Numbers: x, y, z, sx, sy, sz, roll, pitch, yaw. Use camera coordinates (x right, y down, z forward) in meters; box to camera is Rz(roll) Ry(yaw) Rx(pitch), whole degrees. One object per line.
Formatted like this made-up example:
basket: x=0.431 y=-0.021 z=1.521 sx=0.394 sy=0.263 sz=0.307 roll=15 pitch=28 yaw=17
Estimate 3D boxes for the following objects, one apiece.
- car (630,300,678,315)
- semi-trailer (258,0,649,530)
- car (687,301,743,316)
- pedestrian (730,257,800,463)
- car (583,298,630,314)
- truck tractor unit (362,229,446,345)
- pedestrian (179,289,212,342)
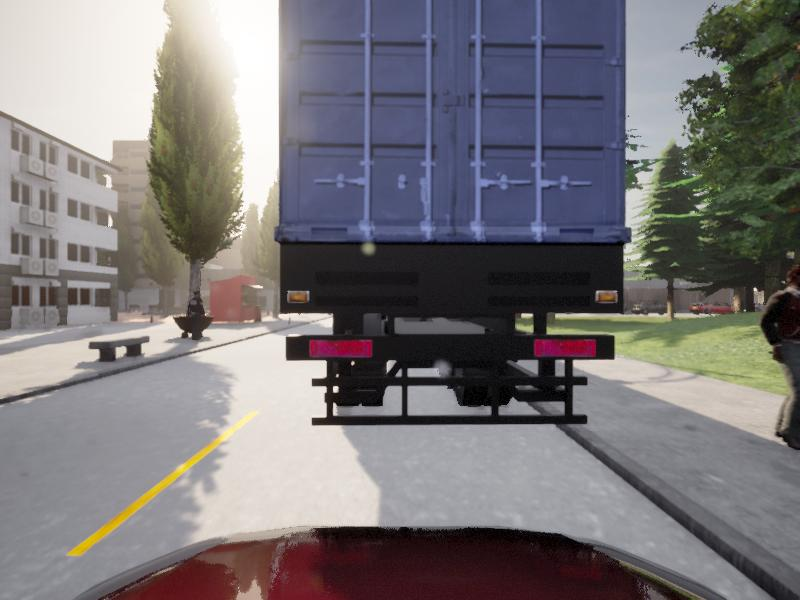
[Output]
car: x=27.503 y=0.837 z=43.384 sx=3.988 sy=1.617 sz=1.851 roll=0 pitch=0 yaw=0
semi-trailer: x=0.241 y=-0.605 z=9.902 sx=2.717 sy=4.402 sz=14.254 roll=0 pitch=0 yaw=-1
car: x=34.008 y=0.878 z=43.298 sx=4.514 sy=1.525 sz=2.007 roll=0 pitch=0 yaw=-2
pedestrian: x=3.974 y=0.538 z=3.991 sx=0.751 sy=1.860 sz=0.751 roll=0 pitch=0 yaw=-1
car: x=24.353 y=0.706 z=47.356 sx=4.605 sy=1.855 sz=1.932 roll=0 pitch=0 yaw=-1
truck tractor unit: x=0.050 y=-0.497 z=17.812 sx=3.053 sy=4.208 sz=6.516 roll=0 pitch=0 yaw=-2
pedestrian: x=-7.393 y=0.549 z=14.475 sx=0.751 sy=1.860 sz=0.751 roll=0 pitch=0 yaw=15
